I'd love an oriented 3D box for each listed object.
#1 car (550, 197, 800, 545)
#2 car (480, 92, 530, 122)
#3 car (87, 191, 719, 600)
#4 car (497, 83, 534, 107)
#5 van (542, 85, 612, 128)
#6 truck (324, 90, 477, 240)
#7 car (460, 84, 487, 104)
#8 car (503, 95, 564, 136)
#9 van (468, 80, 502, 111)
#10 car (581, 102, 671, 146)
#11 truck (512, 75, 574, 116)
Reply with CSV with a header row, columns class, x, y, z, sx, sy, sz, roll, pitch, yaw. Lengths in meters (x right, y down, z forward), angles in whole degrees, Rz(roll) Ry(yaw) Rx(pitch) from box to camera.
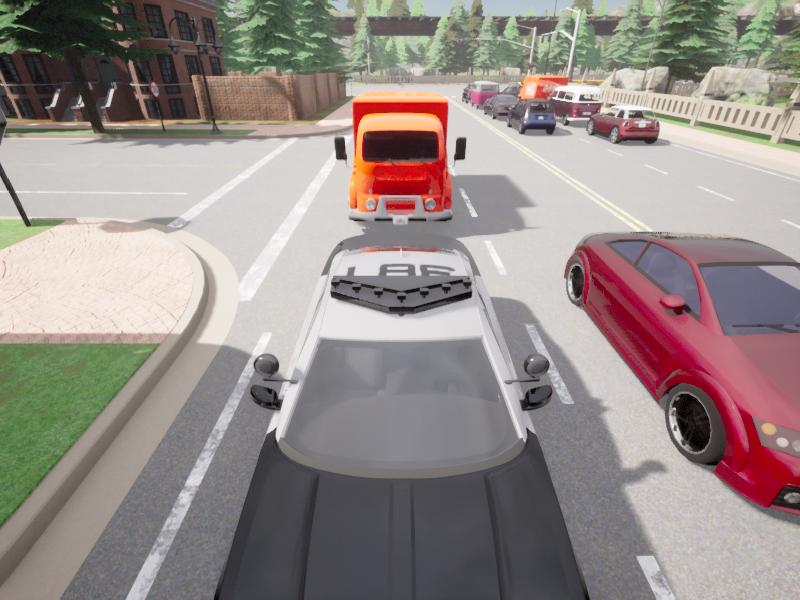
class,x,y,z,sx,sy,sz,roll,pitch,yaw
car,3.498,0.144,4.421,1.994,1.385,4.181,-1,30,-1
car,7.013,-13.300,27.429,2.033,1.411,5.357,0,30,0
car,0.009,0.617,3.356,1.930,1.638,5.238,0,30,0
car,10.512,-18.904,36.801,2.033,1.649,4.856,0,30,0
van,10.511,-11.803,24.225,2.069,2.038,4.480,0,30,0
truck,0.007,-3.585,9.722,2.627,2.467,5.204,0,30,0
car,7.013,-19.855,38.500,1.789,1.549,3.705,0,30,0
car,7.012,-9.984,21.538,1.851,1.617,3.988,0,30,0
van,7.012,-17.136,33.414,1.775,1.987,4.442,0,30,0
car,10.510,-8.409,18.971,1.970,1.475,3.806,0,30,0
truck,10.515,-15.486,30.110,2.627,2.467,5.204,0,30,0
